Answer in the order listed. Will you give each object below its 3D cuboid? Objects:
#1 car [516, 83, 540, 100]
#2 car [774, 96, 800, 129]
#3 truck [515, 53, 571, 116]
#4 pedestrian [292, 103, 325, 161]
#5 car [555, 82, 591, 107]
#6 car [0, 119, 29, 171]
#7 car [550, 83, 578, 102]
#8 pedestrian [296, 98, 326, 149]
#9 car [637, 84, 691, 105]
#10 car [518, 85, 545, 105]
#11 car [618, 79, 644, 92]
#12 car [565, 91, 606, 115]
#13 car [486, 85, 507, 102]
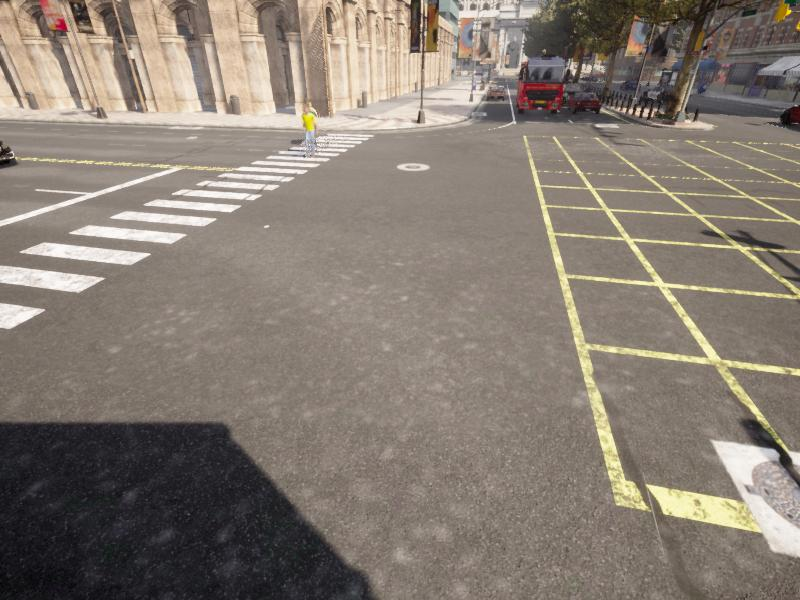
[{"bbox_3d":[13.929,-22.862,43.828,1.994,1.385,4.181,6,31,10],"label":"car"},{"bbox_3d":[23.604,-10.406,22.342,2.007,1.525,4.514,8,31,13],"label":"car"},{"bbox_3d":[10.813,-16.895,31.170,2.891,3.827,8.468,6,31,11],"label":"truck"},{"bbox_3d":[-3.342,-6.184,14.717,0.751,1.860,0.751,4,31,7],"label":"pedestrian"},{"bbox_3d":[15.616,-18.742,36.350,2.097,1.767,4.553,6,31,11],"label":"car"},{"bbox_3d":[-15.828,-5.279,13.570,4.892,1.490,1.837,6,31,11],"label":"car"},{"bbox_3d":[16.913,-21.521,41.426,1.970,1.475,3.806,7,31,11],"label":"car"},{"bbox_3d":[-3.727,-7.443,16.874,0.751,1.860,0.751,8,31,13],"label":"pedestrian"},{"bbox_3d":[25.051,-19.697,38.259,2.038,1.542,4.974,2,31,3],"label":"car"},{"bbox_3d":[12.494,-19.655,38.227,1.970,1.475,3.806,6,31,11],"label":"car"},{"bbox_3d":[32.598,-30.336,56.564,1.812,1.442,4.674,6,31,11],"label":"car"},{"bbox_3d":[14.102,-15.123,30.645,1.895,1.301,4.718,6,31,11],"label":"car"},{"bbox_3d":[9.978,-21.411,41.402,1.895,1.301,4.718,6,31,11],"label":"car"}]
